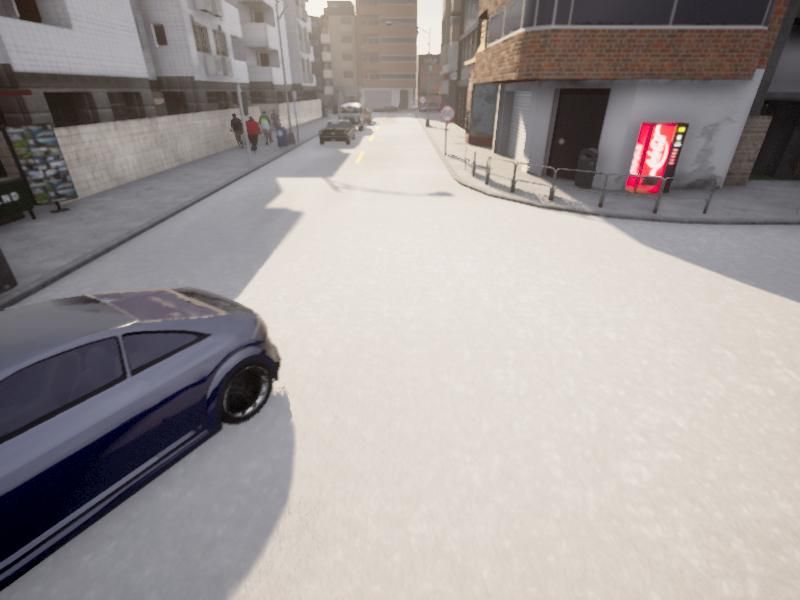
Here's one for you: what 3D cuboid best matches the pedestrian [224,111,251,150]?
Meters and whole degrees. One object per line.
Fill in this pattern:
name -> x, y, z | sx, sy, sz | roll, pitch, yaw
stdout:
pedestrian -> -8.652, -9.026, 21.346 | 0.751, 1.860, 0.751 | 3, 28, 5

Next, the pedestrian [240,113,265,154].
pedestrian -> -7.352, -8.340, 20.040 | 0.751, 1.860, 0.751 | -2, 28, -4

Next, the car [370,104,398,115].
car -> -2.371, -28.972, 60.780 | 1.895, 1.301, 4.718 | 16, 31, 27

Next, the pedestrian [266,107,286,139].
pedestrian -> -8.192, -11.721, 26.491 | 0.751, 1.860, 0.751 | 2, 28, 4

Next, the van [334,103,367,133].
van -> -3.972, -15.051, 32.946 | 2.069, 2.038, 4.480 | 0, 27, 0

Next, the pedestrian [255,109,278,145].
pedestrian -> -7.805, -10.127, 23.449 | 0.751, 1.860, 0.751 | 2, 28, 3

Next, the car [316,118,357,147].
car -> -3.979, -10.878, 25.777 | 1.895, 1.301, 4.718 | 0, 28, 0

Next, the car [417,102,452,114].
car -> 5.342, -29.735, 61.889 | 4.856, 1.649, 2.033 | -10, 29, -19

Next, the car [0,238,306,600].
car -> -3.037, 0.921, 3.180 | 1.994, 1.385, 4.181 | 16, 32, 28

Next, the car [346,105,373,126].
car -> -3.953, -18.415, 39.760 | 2.242, 1.667, 4.611 | 0, 28, 0
